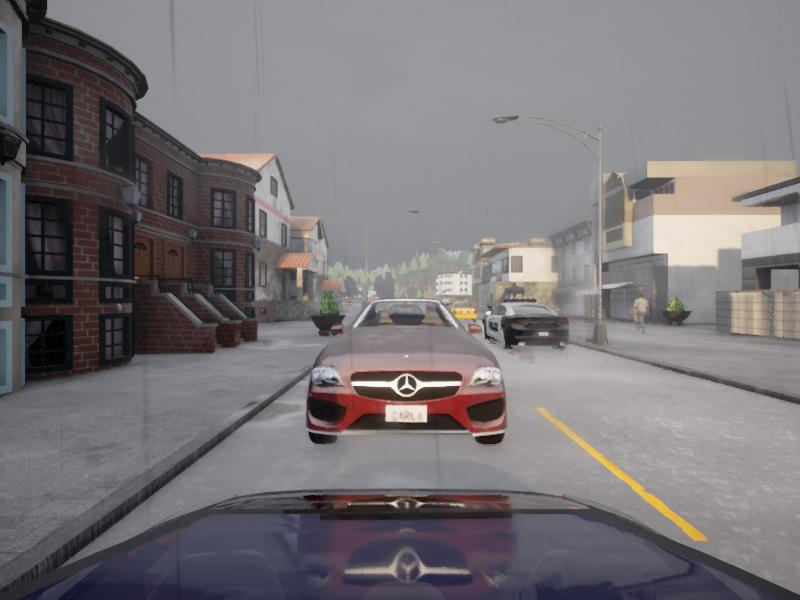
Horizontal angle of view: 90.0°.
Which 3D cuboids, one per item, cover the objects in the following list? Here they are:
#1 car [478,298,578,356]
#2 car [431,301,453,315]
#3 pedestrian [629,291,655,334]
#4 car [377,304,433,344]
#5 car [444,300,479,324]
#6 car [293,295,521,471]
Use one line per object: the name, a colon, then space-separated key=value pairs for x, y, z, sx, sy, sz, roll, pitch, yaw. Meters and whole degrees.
car: x=4.187 y=0.771 z=14.152 sx=1.930 sy=1.638 sz=5.238 roll=0 pitch=0 yaw=1
car: x=4.557 y=0.828 z=44.311 sx=2.007 sy=1.525 sz=4.514 roll=0 pitch=0 yaw=1
pedestrian: x=10.800 y=0.547 z=17.871 sx=0.751 sy=1.860 sz=0.751 roll=0 pitch=0 yaw=10
car: x=0.221 y=0.895 z=17.132 sx=2.033 sy=1.411 sz=5.357 roll=0 pitch=0 yaw=1
car: x=4.373 y=0.801 z=29.264 sx=1.801 sy=1.575 sz=5.366 roll=0 pitch=0 yaw=1
car: x=0.089 y=0.780 z=6.286 sx=2.152 sy=1.651 sz=5.027 roll=0 pitch=0 yaw=1
